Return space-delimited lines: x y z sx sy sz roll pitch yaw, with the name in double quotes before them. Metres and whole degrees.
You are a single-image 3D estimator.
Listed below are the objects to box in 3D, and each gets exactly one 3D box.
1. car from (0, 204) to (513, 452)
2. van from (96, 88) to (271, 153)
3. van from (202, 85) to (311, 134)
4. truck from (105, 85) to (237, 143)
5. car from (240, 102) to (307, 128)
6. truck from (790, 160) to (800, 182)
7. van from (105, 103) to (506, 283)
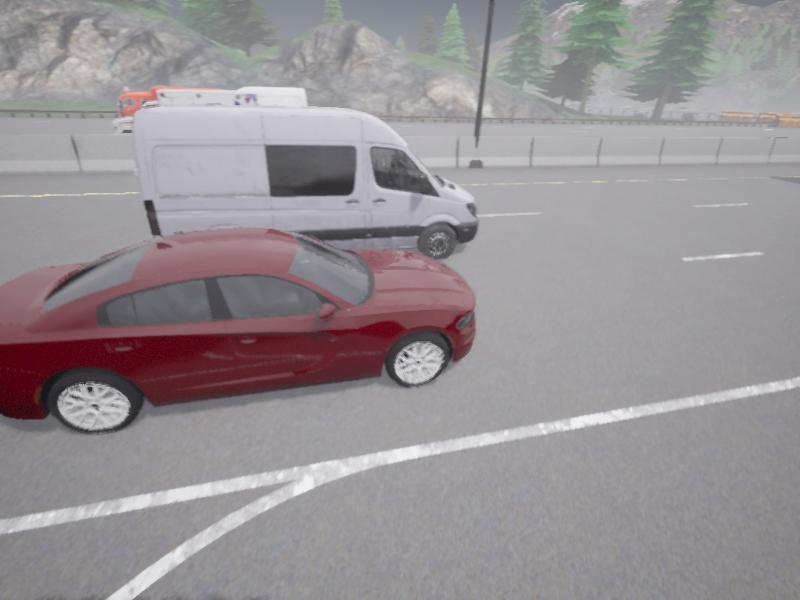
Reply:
"car" -1.573 0.026 4.505 5.008 1.535 1.882 -5 29 -13
"van" -9.427 -8.229 18.316 6.366 2.431 2.351 -5 29 -13
"van" -8.662 -11.779 24.815 5.915 2.561 1.988 -5 29 -13
"truck" -11.620 -9.756 20.965 5.204 2.467 2.627 -5 29 -13
"car" -8.829 -13.011 28.202 4.193 1.474 1.816 -5 29 -13
"truck" 19.401 -5.562 15.632 6.274 2.098 2.390 -5 29 -13
"van" -1.367 -2.146 7.483 5.915 2.561 1.988 -5 29 -13
